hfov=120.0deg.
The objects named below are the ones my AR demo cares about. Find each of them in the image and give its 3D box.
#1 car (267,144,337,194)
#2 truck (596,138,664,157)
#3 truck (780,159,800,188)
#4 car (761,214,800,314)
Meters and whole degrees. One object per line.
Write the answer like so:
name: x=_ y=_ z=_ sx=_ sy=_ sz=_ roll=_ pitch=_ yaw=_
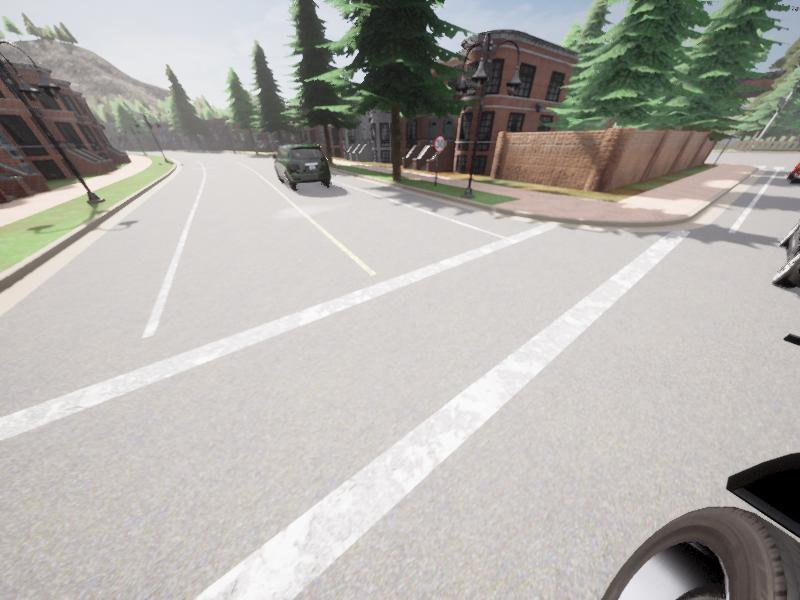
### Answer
car: x=-5.865 y=-7.852 z=13.496 sx=2.150 sy=2.045 sz=5.566 roll=-21 pitch=39 yaw=-26
truck: x=33.016 y=-22.103 z=33.477 sx=2.390 sy=2.098 sz=6.274 roll=-22 pitch=40 yaw=-28
truck: x=23.665 y=-7.486 z=12.271 sx=5.204 sy=2.467 sz=2.627 roll=-22 pitch=40 yaw=-28
car: x=8.711 y=-1.063 z=3.954 sx=5.238 sy=1.638 sz=1.930 roll=-22 pitch=40 yaw=-28
